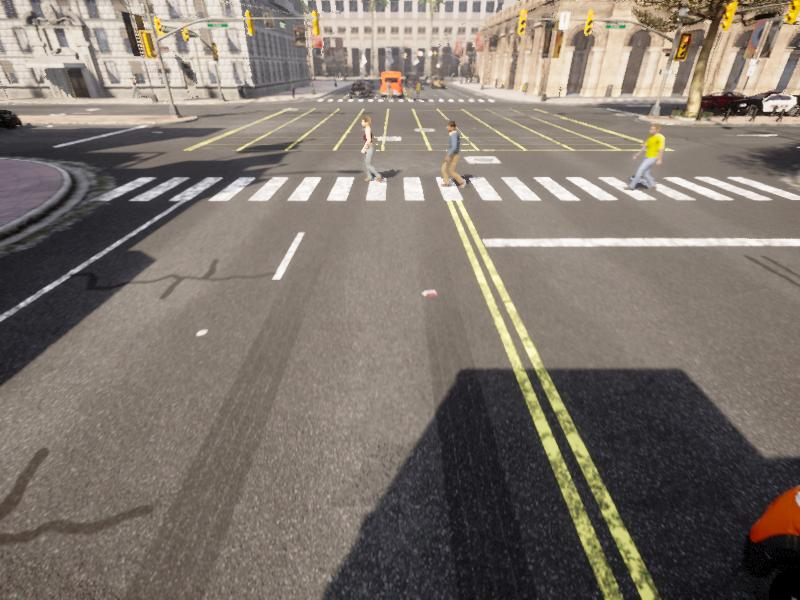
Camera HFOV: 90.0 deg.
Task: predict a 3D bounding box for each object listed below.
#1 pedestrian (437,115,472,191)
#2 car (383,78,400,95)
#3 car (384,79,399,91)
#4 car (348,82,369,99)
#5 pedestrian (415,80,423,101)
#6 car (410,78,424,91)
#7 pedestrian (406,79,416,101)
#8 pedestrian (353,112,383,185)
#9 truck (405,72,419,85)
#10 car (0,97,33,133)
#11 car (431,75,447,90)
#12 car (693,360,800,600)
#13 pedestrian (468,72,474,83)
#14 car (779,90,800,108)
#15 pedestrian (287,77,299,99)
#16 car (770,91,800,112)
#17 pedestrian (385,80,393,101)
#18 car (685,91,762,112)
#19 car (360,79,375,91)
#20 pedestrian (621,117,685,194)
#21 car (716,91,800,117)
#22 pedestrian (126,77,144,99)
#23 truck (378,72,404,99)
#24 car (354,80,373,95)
[{"bbox_3d":[1.456,-4.022,10.992,0.751,1.860,0.751,0,30,1],"label":"pedestrian"},{"bbox_3d":[-1.046,-26.803,50.196,1.930,1.638,5.238,0,30,-1],"label":"car"},{"bbox_3d":[-1.141,-30.566,56.899,1.994,1.385,4.181,0,30,0],"label":"car"},{"bbox_3d":[-4.445,-22.930,43.710,1.837,1.490,4.892,0,30,-1],"label":"car"},{"bbox_3d":[1.840,-20.577,39.294,0.751,1.860,0.751,1,30,1],"label":"pedestrian"},{"bbox_3d":[2.354,-31.108,57.736,1.816,1.474,4.193,0,30,0],"label":"car"},{"bbox_3d":[1.055,-20.900,39.848,0.751,1.860,0.751,-9,31,-15],"label":"pedestrian"},{"bbox_3d":[-0.894,-4.363,11.566,0.751,1.860,0.751,0,30,0],"label":"pedestrian"},{"bbox_3d":[2.211,-41.947,75.650,2.390,2.098,6.274,0,30,0],"label":"truck"},{"bbox_3d":[-23.149,-9.849,21.230,4.974,1.542,2.038,0,30,-1],"label":"car"},{"bbox_3d":[5.831,-32.998,60.582,1.932,1.855,4.605,0,30,0],"label":"car"},{"bbox_3d":[3.314,2.099,0.648,2.097,1.767,4.553,0,30,-1],"label":"car"},{"bbox_3d":[13.875,-43.542,78.311,0.751,1.860,0.751,-3,30,-6],"label":"pedestrian"},{"bbox_3d":[36.165,-17.376,34.563,4.718,1.301,1.895,0,30,-1],"label":"car"},{"bbox_3d":[-10.616,-20.987,39.647,0.751,1.860,0.751,-1,30,-2],"label":"pedestrian"},{"bbox_3d":[32.555,-15.748,31.703,4.181,1.385,1.994,0,30,0],"label":"car"},{"bbox_3d":[-1.052,-20.677,39.458,0.751,1.860,0.751,1,30,1],"label":"pedestrian"},{"bbox_3d":[25.475,-15.731,31.645,4.181,1.385,1.994,0,30,-1],"label":"car"},{"bbox_3d":[-4.651,-30.938,57.522,1.994,1.385,4.181,-1,30,-1],"label":"car"},{"bbox_3d":[6.740,-3.875,10.762,0.751,1.860,0.751,1,30,2],"label":"pedestrian"},{"bbox_3d":[26.065,-14.041,28.597,4.974,1.542,2.038,0,30,0],"label":"car"},{"bbox_3d":[-26.046,-20.824,39.306,0.751,1.860,0.751,1,30,2],"label":"pedestrian"},{"bbox_3d":[-0.943,-23.687,44.050,2.627,2.467,5.204,0,30,-1],"label":"truck"},{"bbox_3d":[-4.559,-27.048,50.846,2.033,1.411,5.357,0,30,-1],"label":"car"}]
